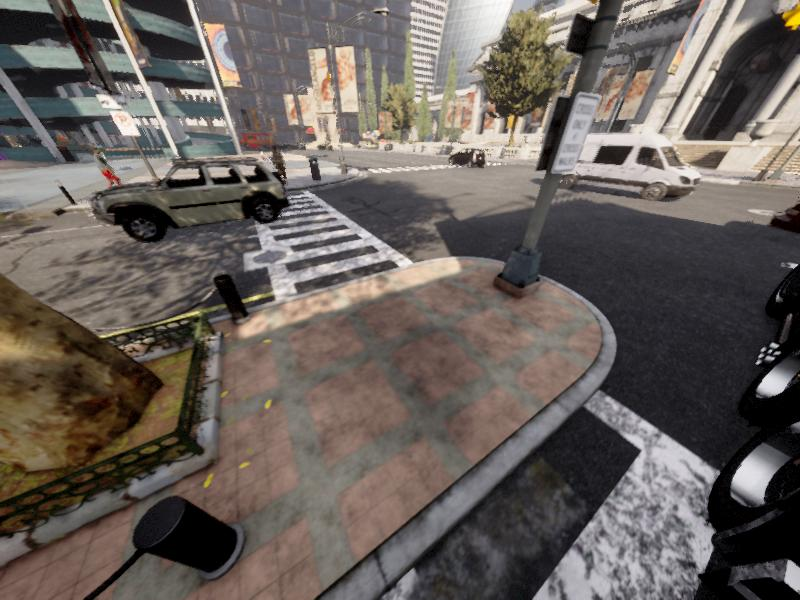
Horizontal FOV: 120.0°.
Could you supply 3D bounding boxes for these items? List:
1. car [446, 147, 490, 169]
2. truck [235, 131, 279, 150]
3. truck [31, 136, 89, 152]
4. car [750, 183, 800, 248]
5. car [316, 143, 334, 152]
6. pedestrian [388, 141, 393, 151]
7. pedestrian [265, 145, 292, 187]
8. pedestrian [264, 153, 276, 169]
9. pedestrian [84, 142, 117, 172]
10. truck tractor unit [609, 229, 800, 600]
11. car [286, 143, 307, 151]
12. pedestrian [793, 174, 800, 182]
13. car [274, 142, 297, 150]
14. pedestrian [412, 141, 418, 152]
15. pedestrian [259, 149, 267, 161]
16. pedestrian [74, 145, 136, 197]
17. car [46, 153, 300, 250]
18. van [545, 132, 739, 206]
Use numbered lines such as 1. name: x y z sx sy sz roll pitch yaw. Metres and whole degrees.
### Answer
1. car: 6.753 -14.504 23.471 1.851 1.617 3.988 -19 39 -25
2. truck: -34.968 -39.239 56.799 8.468 3.827 2.891 5 35 7
3. truck: -65.611 -30.170 44.770 5.204 2.467 2.627 -19 39 -25
4. car: 12.310 -1.340 4.783 2.033 1.411 5.357 -19 39 -25
5. car: -16.376 -33.255 50.316 3.705 1.549 1.789 26 42 31
6. pedestrian: -2.120 -32.960 49.399 0.751 1.860 0.751 -20 39 -26
7. pedestrian: -6.382 -7.125 12.259 0.751 1.860 0.751 -9 36 -14
8. pedestrian: -10.805 -11.536 19.234 0.500 1.100 0.500 -8 36 -11
9. pedestrian: -22.529 -10.790 17.424 0.751 1.860 0.751 28 43 34
10. truck tractor unit: 5.053 -0.352 0.876 6.516 4.208 3.053 -20 40 -27
11. car: -24.426 -36.176 54.613 4.181 1.385 1.994 14 37 19
12. pedestrian: 25.569 -8.247 14.070 0.751 1.860 0.751 -19 39 -25
13. car: -29.355 -39.550 59.371 4.902 1.511 2.128 9 36 13
14. pedestrian: 2.890 -29.996 45.173 0.751 1.860 0.751 -13 37 -19
15. pedestrian: -15.903 -16.778 26.732 0.500 1.100 0.500 -15 38 -21
16. pedestrian: -12.586 -5.547 9.954 0.751 1.860 0.751 -21 40 -28
17. car: -5.878 -3.227 6.958 4.605 1.855 1.932 -22 42 -29
18. van: 11.158 -6.793 11.607 1.988 2.561 5.915 -19 39 -25
